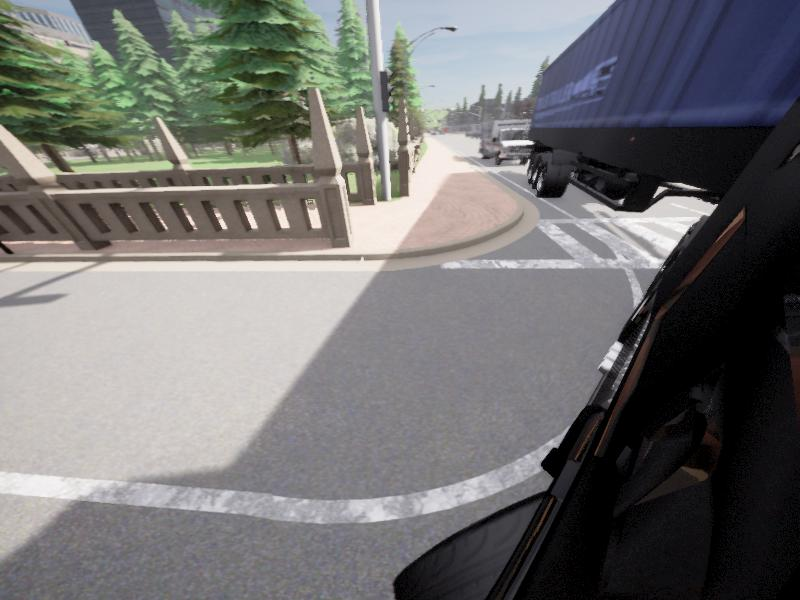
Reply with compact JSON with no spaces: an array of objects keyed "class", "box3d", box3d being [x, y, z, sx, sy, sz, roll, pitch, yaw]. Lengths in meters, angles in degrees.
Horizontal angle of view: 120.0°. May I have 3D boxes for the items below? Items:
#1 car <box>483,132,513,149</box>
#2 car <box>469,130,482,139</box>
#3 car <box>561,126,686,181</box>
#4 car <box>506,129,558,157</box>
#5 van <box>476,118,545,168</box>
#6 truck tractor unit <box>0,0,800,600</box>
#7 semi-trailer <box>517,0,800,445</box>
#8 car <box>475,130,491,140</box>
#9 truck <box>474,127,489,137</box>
[{"class":"car","box3d":[11.988,-19.839,28.634,2.007,1.525,4.514,0,36,4]},{"class":"car","box3d":[17.566,-38.535,53.762,1.837,1.490,4.892,0,36,5]},{"class":"car","box3d":[10.589,-7.523,11.638,1.932,1.855,4.605,0,37,4]},{"class":"car","box3d":[11.296,-13.814,20.240,2.097,1.767,4.553,0,36,4]},{"class":"van","box3d":[7.495,-11.431,16.718,2.351,2.431,6.366,0,36,4]},{"class":"truck tractor unit","box3d":[2.645,-0.295,0.351,6.516,4.208,3.053,-28,44,-30]},{"class":"semi-trailer","box3d":[5.784,-4.623,5.858,2.717,4.402,14.254,8,38,14]},{"class":"car","box3d":[17.096,-34.340,48.039,1.882,1.535,5.008,0,36,4]},{"class":"truck","box3d":[21.751,-45.086,61.891,2.390,2.098,6.274,0,36,4]}]
